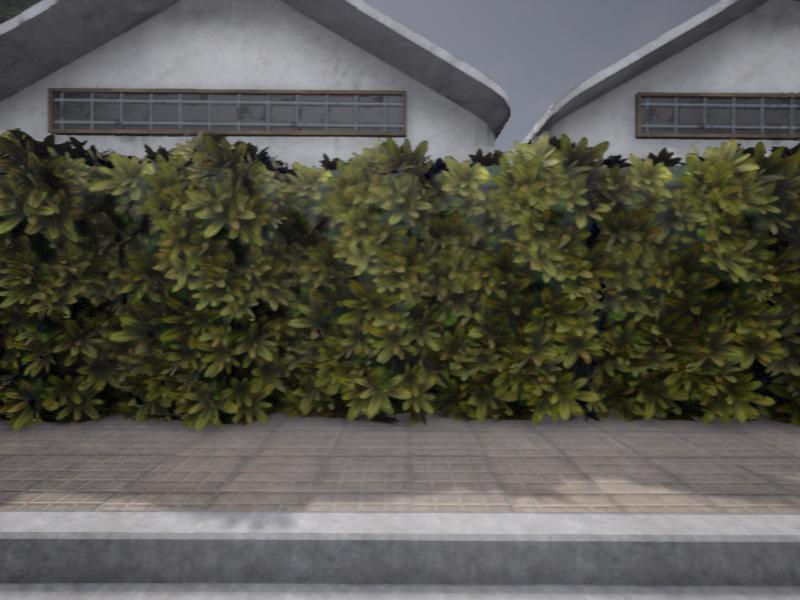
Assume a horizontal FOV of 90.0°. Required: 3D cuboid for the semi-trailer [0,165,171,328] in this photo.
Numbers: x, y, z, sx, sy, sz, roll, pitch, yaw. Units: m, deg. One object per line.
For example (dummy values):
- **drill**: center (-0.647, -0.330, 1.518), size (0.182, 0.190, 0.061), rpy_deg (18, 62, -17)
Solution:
- **semi-trailer**: center (-12.218, -1.452, 11.883), size (2.717, 4.402, 14.254), rpy_deg (0, 0, 0)
